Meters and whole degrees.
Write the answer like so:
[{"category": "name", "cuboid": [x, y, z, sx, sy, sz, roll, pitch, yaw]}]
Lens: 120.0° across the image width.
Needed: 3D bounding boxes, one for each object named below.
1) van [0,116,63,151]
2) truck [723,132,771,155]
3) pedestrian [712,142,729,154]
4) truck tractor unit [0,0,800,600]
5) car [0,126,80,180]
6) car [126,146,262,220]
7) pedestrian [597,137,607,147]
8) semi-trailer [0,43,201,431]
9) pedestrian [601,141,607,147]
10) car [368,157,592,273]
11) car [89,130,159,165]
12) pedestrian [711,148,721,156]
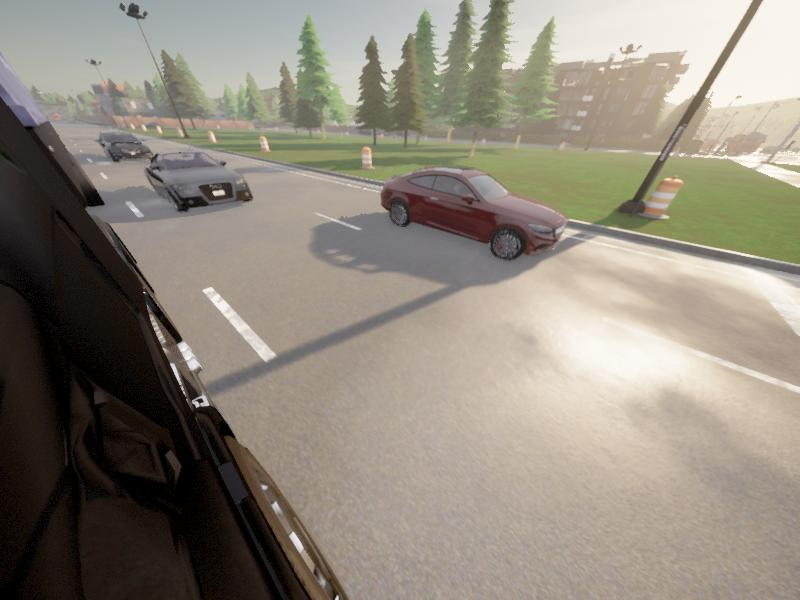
[{"category": "van", "cuboid": [-28.673, -13.075, 18.088, 4.442, 1.987, 1.775, 28, 44, 30]}, {"category": "truck", "cuboid": [75.053, -34.148, 50.248, 2.891, 3.827, 8.468, 27, 44, 30]}, {"category": "pedestrian", "cuboid": [59.229, -28.128, 42.678, 0.751, 1.860, 0.751, -11, 38, -17]}, {"category": "truck tractor unit", "cuboid": [-2.645, -0.295, 0.351, 6.516, 4.208, 3.053, 28, 44, 30]}, {"category": "car", "cuboid": [-17.453, -7.033, 10.822, 5.027, 1.651, 2.152, 28, 44, 30]}, {"category": "car", "cuboid": [-6.699, -4.004, 7.502, 4.181, 1.385, 1.994, 28, 44, 30]}, {"category": "pedestrian", "cuboid": [45.831, -35.832, 52.378, 0.751, 1.860, 0.751, -21, 42, -28]}, {"category": "semi-trailer", "cuboid": [-8.698, -3.580, 4.265, 14.254, 4.402, 2.717, 28, 44, 30]}, {"category": "pedestrian", "cuboid": [46.514, -35.604, 52.744, 0.500, 1.100, 0.500, -14, 39, -20]}, {"category": "car", "cuboid": [1.530, -2.436, 5.746, 4.674, 1.442, 1.812, 28, 44, 30]}, {"category": "car", "cuboid": [-17.196, -9.567, 14.362, 4.892, 1.490, 1.837, 27, 43, 31]}, {"category": "pedestrian", "cuboid": [55.469, -26.031, 40.554, 0.500, 1.100, 0.500, 30, 45, 32]}]
